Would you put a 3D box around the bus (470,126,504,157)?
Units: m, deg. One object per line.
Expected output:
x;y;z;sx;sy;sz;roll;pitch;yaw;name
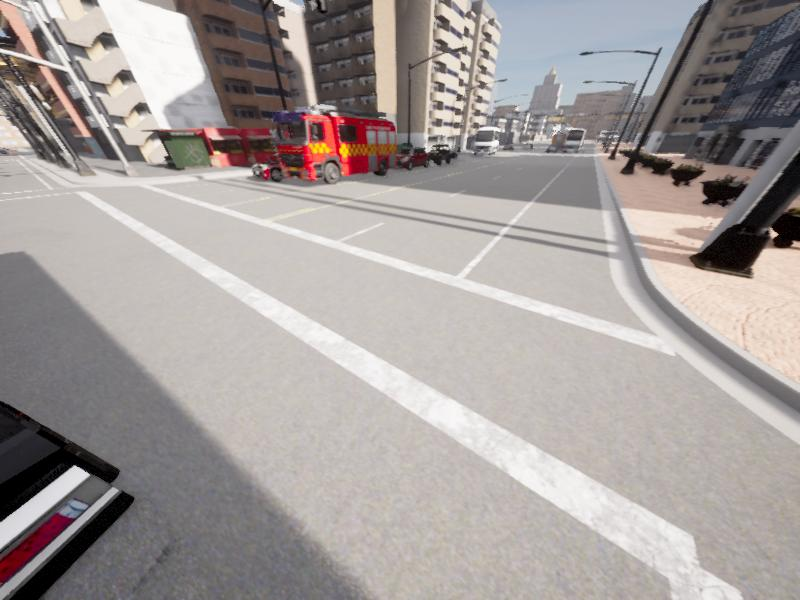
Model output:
16.460;-29.675;43.253;3.944;4.253;10.273;14;37;20;bus

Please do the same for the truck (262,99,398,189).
-3.734;-10.315;15.490;2.891;3.827;8.468;21;40;27;truck

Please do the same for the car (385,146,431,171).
0.872;-13.304;21.595;2.097;1.767;4.553;21;40;28;car

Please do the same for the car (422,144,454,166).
4.256;-16.196;25.718;1.905;1.878;3.866;21;40;27;car

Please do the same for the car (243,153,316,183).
-8.116;-9.208;15.958;1.970;1.475;3.806;21;40;28;car

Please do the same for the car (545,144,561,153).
34.260;-34.009;51.765;2.033;1.649;4.856;21;41;28;car

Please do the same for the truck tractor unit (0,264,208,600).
-5.276;-0.088;0.491;6.516;4.208;3.053;10;36;15;truck tractor unit

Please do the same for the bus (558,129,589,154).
38.848;-35.538;51.600;3.944;4.253;10.273;21;41;28;bus

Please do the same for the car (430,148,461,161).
6.357;-20.399;32.292;1.994;1.385;4.181;29;44;36;car

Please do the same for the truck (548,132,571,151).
40.558;-40.327;58.627;2.891;3.827;8.468;21;42;28;truck
